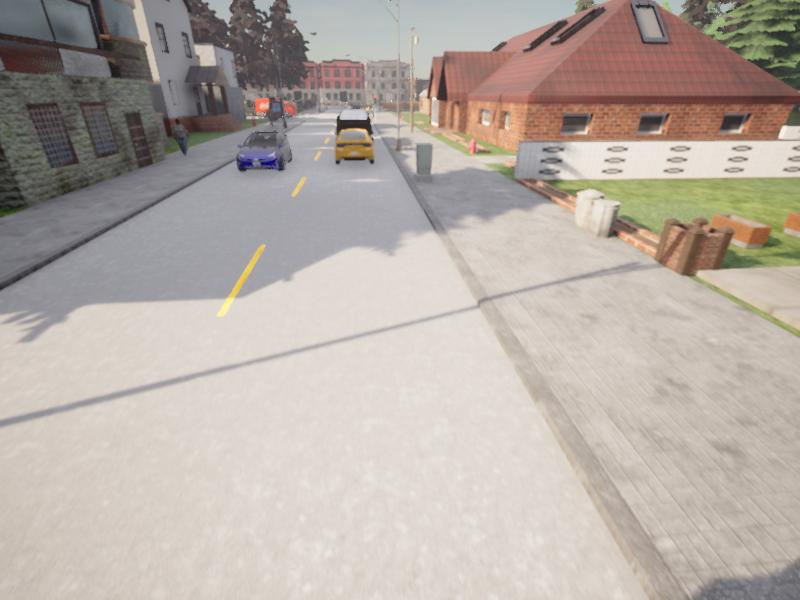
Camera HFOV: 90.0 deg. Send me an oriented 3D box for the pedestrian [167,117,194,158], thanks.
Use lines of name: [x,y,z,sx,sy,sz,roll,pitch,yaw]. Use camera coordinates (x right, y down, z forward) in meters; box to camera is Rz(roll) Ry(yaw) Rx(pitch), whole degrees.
pedestrian: [-11.185,-8.323,20.430,0.751,1.860,0.751,-9,29,-17]

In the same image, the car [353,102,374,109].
car: [-9.080,-48.795,100.220,5.366,1.575,1.801,-22,35,-36]

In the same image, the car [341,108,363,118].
car: [-7.458,-29.192,62.380,1.895,1.301,4.718,6,28,12]

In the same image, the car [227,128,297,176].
car: [-6.110,-6.891,18.315,2.007,1.525,4.514,-2,27,-5]

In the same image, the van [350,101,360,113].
van: [-8.615,-37.189,77.174,1.775,1.987,4.442,-2,27,-5]

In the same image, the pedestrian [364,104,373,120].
pedestrian: [-4.161,-24.974,53.058,0.751,1.860,0.751,-20,34,-34]

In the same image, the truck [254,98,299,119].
truck: [-16.983,-26.508,55.349,5.204,2.467,2.627,-1,27,-3]

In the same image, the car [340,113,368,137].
car: [-3.828,-14.874,33.862,2.128,1.511,4.902,-2,27,-5]

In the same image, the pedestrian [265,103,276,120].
pedestrian: [-16.311,-23.707,50.291,0.751,1.860,0.751,15,31,27]

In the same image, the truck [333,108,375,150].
truck: [-3.060,-11.613,26.884,2.390,2.098,6.274,-2,27,-5]

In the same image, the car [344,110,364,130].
car: [-4.541,-17.995,39.820,1.851,1.617,3.988,-2,27,-4]

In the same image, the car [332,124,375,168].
car: [-2.325,-7.963,20.406,1.882,1.535,5.008,-2,27,-5]

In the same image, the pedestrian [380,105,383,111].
pedestrian: [-3.519,-36.499,76.066,0.500,1.100,0.500,2,27,4]

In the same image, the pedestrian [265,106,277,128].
pedestrian: [-12.477,-17.748,38.744,0.751,1.860,0.751,-4,28,-8]
